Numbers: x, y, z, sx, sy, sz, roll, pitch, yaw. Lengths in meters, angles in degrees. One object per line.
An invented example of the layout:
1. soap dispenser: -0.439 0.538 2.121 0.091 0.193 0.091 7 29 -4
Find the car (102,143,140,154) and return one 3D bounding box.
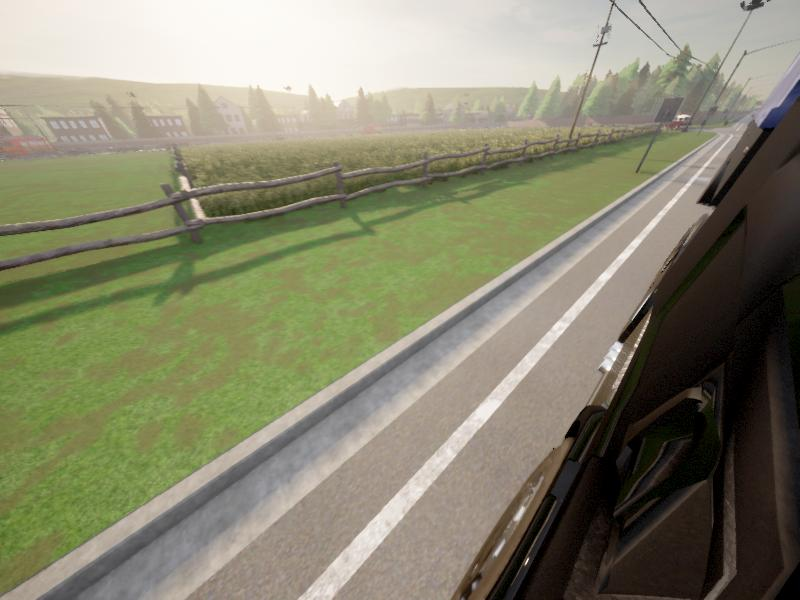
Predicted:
1. car: -62.972 -34.315 52.294 5.238 1.638 1.930 -28 43 -30

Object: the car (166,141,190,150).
1. car: -57.313 -39.985 59.629 3.988 1.617 1.851 -28 43 -30

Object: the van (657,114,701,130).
1. van: 48.358 -30.844 40.223 2.069 2.038 4.480 2 36 6

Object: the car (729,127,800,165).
1. car: 20.073 -8.422 12.521 4.181 1.385 1.994 -28 44 -30

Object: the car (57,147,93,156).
1. car: -71.212 -32.617 50.673 4.193 1.474 1.816 -28 43 -30

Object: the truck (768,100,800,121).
1. truck: 94.827 -46.568 56.838 8.468 3.827 2.891 -28 44 -30

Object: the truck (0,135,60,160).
1. truck: -79.532 -31.910 48.292 8.468 3.827 2.891 -28 43 -30

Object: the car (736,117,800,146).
1. car: 30.187 -13.916 19.031 5.027 1.651 2.152 -28 44 -30

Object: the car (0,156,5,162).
1. car: -75.074 -25.151 40.867 4.611 1.667 2.242 -28 43 -30

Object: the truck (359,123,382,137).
1. truck: -11.211 -65.304 88.709 8.468 3.827 2.891 -28 43 -30

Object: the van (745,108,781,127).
1. van: 64.197 -32.386 40.953 6.366 2.431 2.351 -28 44 -30

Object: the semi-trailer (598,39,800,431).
1. semi-trailer: 8.695 -3.604 4.237 14.254 4.402 2.717 -28 44 -30

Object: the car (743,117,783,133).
1. car: 45.474 -22.011 29.029 4.792 1.488 2.163 -28 44 -30

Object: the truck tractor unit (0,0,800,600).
1. truck tractor unit: 2.645 -0.295 0.351 6.516 4.208 3.053 -28 44 -30
